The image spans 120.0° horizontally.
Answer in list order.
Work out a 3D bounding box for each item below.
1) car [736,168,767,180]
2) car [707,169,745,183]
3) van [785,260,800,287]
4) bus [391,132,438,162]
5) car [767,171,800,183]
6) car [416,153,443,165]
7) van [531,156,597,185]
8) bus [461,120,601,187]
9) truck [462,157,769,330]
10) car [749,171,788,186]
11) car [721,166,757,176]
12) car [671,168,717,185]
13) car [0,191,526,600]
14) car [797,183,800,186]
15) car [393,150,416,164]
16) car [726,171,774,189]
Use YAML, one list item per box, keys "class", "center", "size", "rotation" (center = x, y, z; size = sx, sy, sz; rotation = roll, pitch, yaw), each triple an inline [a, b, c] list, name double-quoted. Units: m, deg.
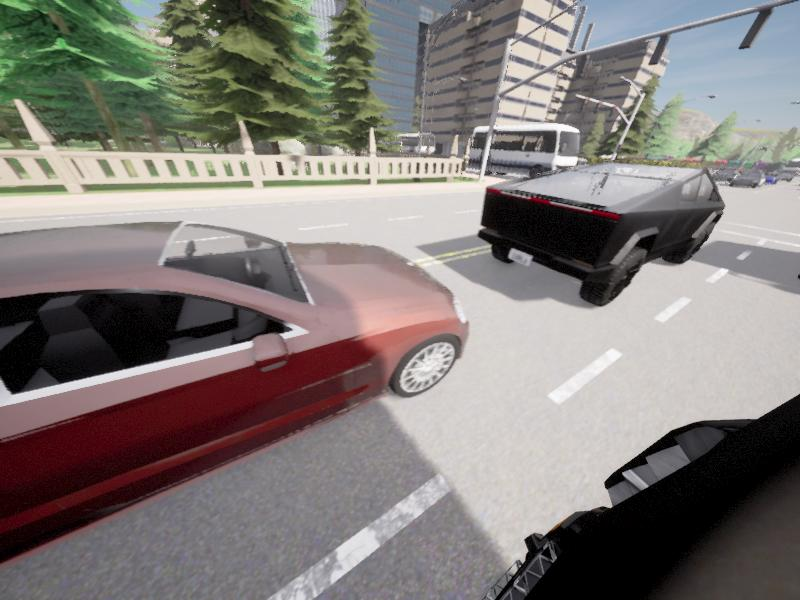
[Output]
- class: "car"
  center: [63.524, -22.755, 41.766]
  size: [4.856, 1.649, 2.033]
  rotation: [-16, 38, -26]
- class: "car"
  center: [47.771, -18.240, 33.819]
  size: [4.974, 1.542, 2.038]
  rotation: [-16, 38, -26]
- class: "van"
  center: [11.133, -1.307, 5.021]
  size: [4.442, 1.987, 1.775]
  rotation: [-16, 38, -26]
- class: "bus"
  center: [2.473, -30.073, 45.469]
  size: [3.944, 4.253, 10.273]
  rotation: [-16, 37, -26]
- class: "car"
  center: [66.193, -21.188, 39.812]
  size: [4.902, 1.511, 2.128]
  rotation: [-16, 38, -26]
- class: "car"
  center: [4.650, -22.924, 37.451]
  size: [1.812, 1.442, 4.674]
  rotation: [-16, 38, -26]
- class: "van"
  center: [15.711, -12.631, 22.398]
  size: [1.775, 1.987, 4.442]
  rotation: [-21, 40, -31]
- class: "bus"
  center: [11.207, -13.860, 21.833]
  size: [3.944, 4.253, 10.273]
  rotation: [-16, 38, -26]
- class: "truck"
  center: [4.752, -1.789, 5.128]
  size: [6.274, 2.098, 2.390]
  rotation: [-16, 38, -26]
- class: "car"
  center: [51.941, -17.179, 32.566]
  size: [4.514, 1.525, 2.007]
  rotation: [-16, 38, -26]
- class: "car"
  center: [88.600, -33.834, 60.530]
  size: [2.242, 1.667, 4.611]
  rotation: [-1, 34, -6]
- class: "car"
  center: [34.634, -14.552, 27.225]
  size: [4.514, 1.525, 2.007]
  rotation: [-15, 38, -25]
- class: "car"
  center: [-1.737, 0.247, 1.978]
  size: [5.027, 1.651, 2.152]
  rotation: [-16, 38, -26]
- class: "car"
  center: [59.750, -17.200, 33.125]
  size: [5.238, 1.638, 1.930]
  rotation: [-16, 38, -26]
- class: "car"
  center: [0.638, -23.116, 37.269]
  size: [1.851, 1.617, 3.988]
  rotation: [-16, 38, -26]
- class: "car"
  center: [40.888, -14.046, 26.966]
  size: [4.974, 1.542, 2.038]
  rotation: [-16, 38, -26]
